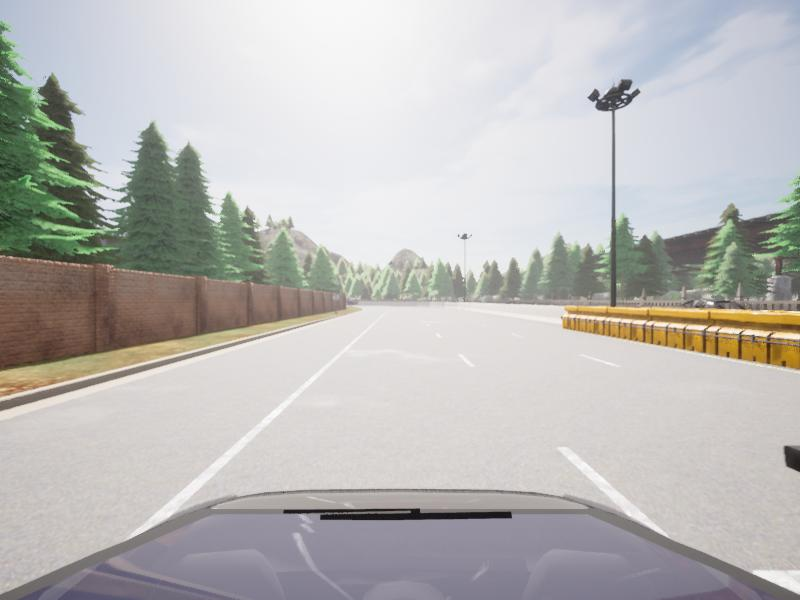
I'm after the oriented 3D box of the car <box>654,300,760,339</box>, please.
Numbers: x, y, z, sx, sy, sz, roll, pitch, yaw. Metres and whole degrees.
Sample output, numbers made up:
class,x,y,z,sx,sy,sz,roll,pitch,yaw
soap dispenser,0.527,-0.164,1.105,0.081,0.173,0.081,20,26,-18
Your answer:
class,x,y,z,sx,sy,sz,roll,pitch,yaw
car,13.990,0.791,18.586,1.851,1.617,3.988,0,0,0

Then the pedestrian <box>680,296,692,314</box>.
class,x,y,z,sx,sy,sz,roll,pitch,yaw
pedestrian,29.440,0.491,41.152,0.751,1.860,0.751,0,0,0

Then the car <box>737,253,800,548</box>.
class,x,y,z,sx,sy,sz,roll,pitch,yaw
car,3.496,0.645,1.084,1.905,1.878,3.866,0,0,0
